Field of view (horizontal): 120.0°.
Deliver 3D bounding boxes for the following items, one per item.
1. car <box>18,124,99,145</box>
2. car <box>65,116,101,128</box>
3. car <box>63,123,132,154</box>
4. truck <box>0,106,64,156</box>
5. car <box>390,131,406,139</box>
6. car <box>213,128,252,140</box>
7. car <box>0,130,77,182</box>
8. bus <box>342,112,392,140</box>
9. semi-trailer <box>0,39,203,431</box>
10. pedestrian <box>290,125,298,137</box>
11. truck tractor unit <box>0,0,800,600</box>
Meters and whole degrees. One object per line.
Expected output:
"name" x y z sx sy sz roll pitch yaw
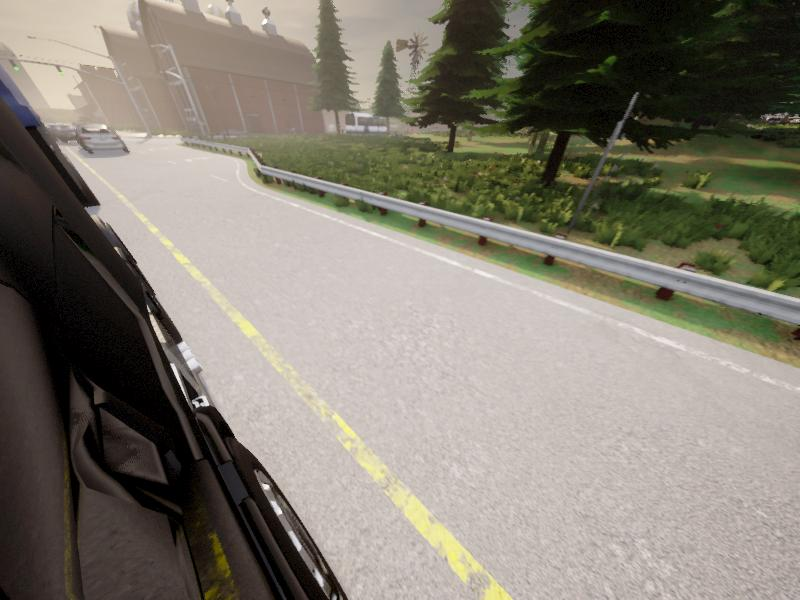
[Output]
"car" -32.806 -15.997 22.256 5.357 1.411 2.033 10 37 11
"car" -68.382 -38.447 49.871 3.866 1.878 1.905 -2 43 -3
"car" -22.766 -12.200 17.411 4.611 1.667 2.242 26 43 29
"truck" -25.856 -11.402 15.512 5.204 2.467 2.627 27 43 29
"car" -0.496 -39.084 54.799 1.845 1.501 3.633 27 43 30
"car" -25.200 -25.051 34.838 1.994 1.385 4.181 27 43 30
"car" -16.696 -6.525 10.237 4.902 1.511 2.128 28 44 30
"bus" -6.500 -36.063 48.159 3.944 4.253 10.273 27 43 30
"semi-trailer" -8.752 -3.545 4.209 14.254 4.402 2.717 27 43 30
"pedestrian" -20.460 -32.642 44.560 0.751 1.860 0.751 25 42 27
"truck tractor unit" -2.645 -0.295 0.351 6.516 4.208 3.053 28 44 30
